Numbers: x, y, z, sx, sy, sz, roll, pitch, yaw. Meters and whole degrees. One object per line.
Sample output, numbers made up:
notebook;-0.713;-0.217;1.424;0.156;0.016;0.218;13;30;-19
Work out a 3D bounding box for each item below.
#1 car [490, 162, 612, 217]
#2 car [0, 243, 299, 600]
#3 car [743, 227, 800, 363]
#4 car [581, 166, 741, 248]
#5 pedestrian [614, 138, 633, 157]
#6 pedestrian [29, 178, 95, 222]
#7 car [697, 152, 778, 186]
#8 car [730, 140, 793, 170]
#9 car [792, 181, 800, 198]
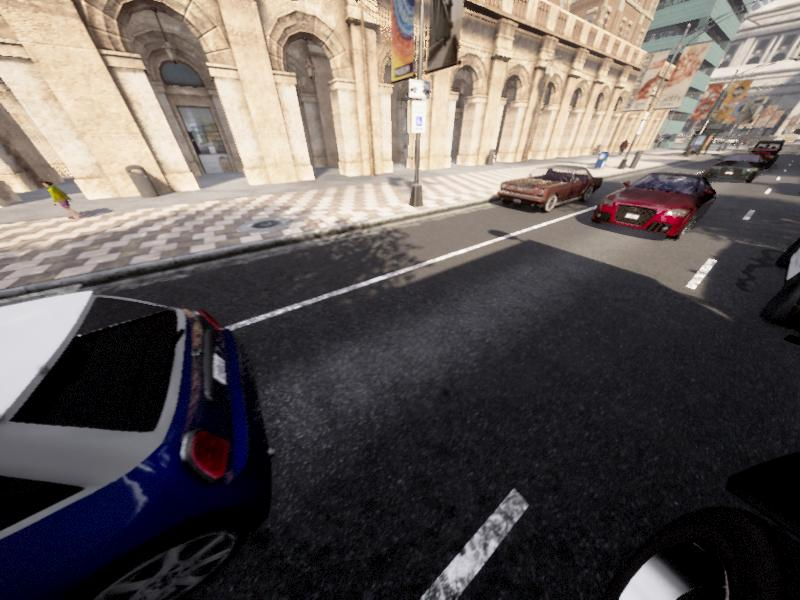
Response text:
car;6.034;-4.563;9.196;4.718;1.301;1.895;-22;41;-28
car;-2.836;1.178;0.976;3.806;1.475;1.970;-22;41;-27
car;7.230;-0.409;3.110;4.974;1.542;2.038;-22;41;-27
car;7.799;-3.019;6.944;4.181;1.385;1.994;-22;41;-28
pedestrian;26.614;-18.148;27.515;0.751;1.860;0.751;-25;42;-30
pedestrian;-10.111;-3.002;6.964;0.500;1.100;0.500;-13;37;-18
car;20.350;-8.024;13.950;4.181;1.385;1.994;-22;40;-27
car;29.937;-12.062;19.150;3.866;1.878;1.905;-22;41;-27
car;20.229;-5.540;10.411;5.357;1.411;2.033;-22;41;-27
